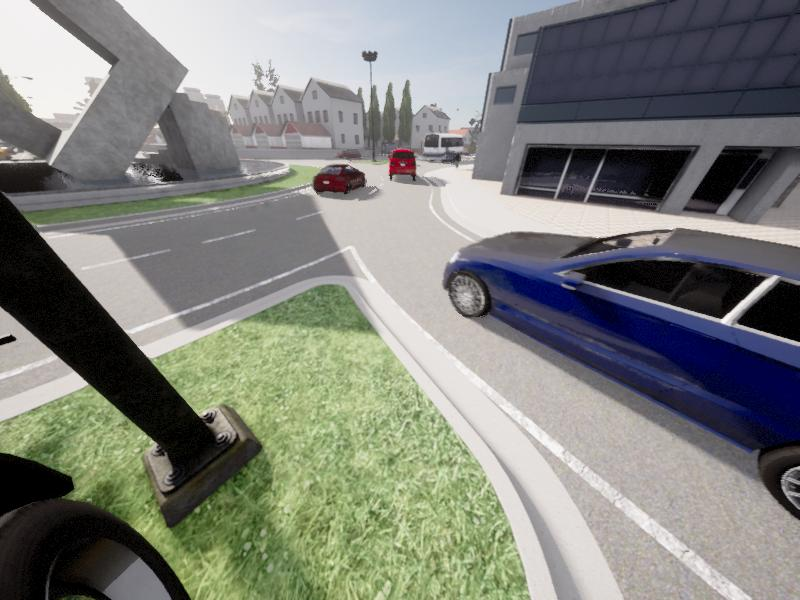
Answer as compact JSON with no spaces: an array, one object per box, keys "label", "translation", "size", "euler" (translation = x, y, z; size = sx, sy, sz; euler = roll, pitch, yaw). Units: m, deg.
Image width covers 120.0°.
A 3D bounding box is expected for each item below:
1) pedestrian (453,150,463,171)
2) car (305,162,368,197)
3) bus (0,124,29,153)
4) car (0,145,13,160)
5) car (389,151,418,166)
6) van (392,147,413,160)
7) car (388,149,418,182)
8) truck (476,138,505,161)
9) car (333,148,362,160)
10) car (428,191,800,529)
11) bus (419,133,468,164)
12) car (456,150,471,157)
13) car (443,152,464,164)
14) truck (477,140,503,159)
[{"label":"pedestrian","translation":[6.097,-14.801,24.507],"size":[0.751,1.860,0.751],"euler":[6,34,7]},{"label":"car","translation":[-3.511,-7.304,13.776],"size":[1.994,1.385,4.181],"euler":[7,34,8]},{"label":"bus","translation":[-76.758,-31.145,44.534],"size":[10.273,4.253,3.944],"euler":[24,40,30]},{"label":"car","translation":[-53.290,-19.414,30.279],"size":[5.008,1.535,1.882],"euler":[25,40,31]},{"label":"car","translation":[0.576,-19.939,32.496],"size":[2.242,1.667,4.611],"euler":[15,36,20]},{"label":"van","translation":[0.549,-28.757,45.388],"size":[1.775,1.987,4.442],"euler":[25,40,31]},{"label":"car","translation":[0.188,-11.469,19.492],"size":[2.150,2.045,5.566],"euler":[1,33,-1]},{"label":"truck","translation":[19.846,-32.875,50.452],"size":[2.891,3.827,8.468],"euler":[23,39,29]},{"label":"car","translation":[-9.293,-25.994,41.141],"size":[4.553,1.767,2.097],"euler":[-25,42,-33]},{"label":"car","translation":[2.947,0.025,2.790],"size":[2.152,1.651,5.027],"euler":[-23,41,-32]},{"label":"bus","translation":[8.091,-27.768,42.119],"size":[3.944,4.253,10.273],"euler":[23,41,29]},{"label":"car","translation":[17.750,-41.207,64.800],"size":[1.930,1.638,5.238],"euler":[23,40,29]},{"label":"car","translation":[8.919,-23.690,38.404],"size":[1.851,1.617,3.988],"euler":[21,39,27]},{"label":"truck","translation":[22.983,-38.482,58.912],"size":[2.891,3.827,8.468],"euler":[23,40,29]}]
